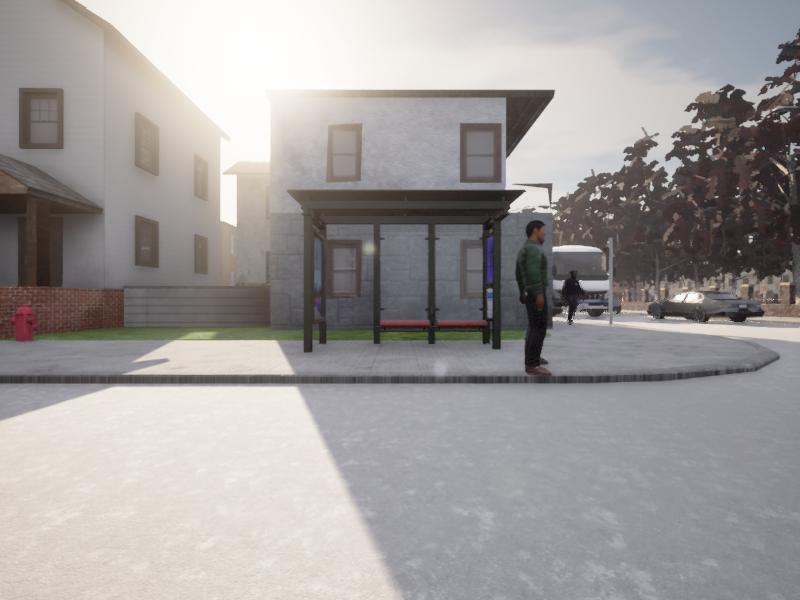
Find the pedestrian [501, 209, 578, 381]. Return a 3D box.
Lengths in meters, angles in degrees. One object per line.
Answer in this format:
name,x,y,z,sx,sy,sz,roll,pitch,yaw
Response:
pedestrian,1.622,-0.053,4.766,0.751,1.860,0.751,0,0,9

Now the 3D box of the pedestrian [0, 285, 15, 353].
pedestrian,-6.736,0.301,6.495,0.500,1.100,0.500,0,0,4

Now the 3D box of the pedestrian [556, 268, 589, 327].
pedestrian,5.643,-0.073,13.110,0.751,1.860,0.751,0,0,0

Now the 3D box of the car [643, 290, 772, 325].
car,13.931,0.301,18.685,2.033,1.411,5.357,0,0,1

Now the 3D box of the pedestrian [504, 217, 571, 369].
pedestrian,1.805,-0.083,5.350,0.751,1.860,0.751,0,0,11

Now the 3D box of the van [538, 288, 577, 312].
van,14.123,0.005,36.175,1.775,1.987,4.442,0,0,-1

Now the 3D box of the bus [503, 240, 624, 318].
bus,10.182,-1.130,26.762,3.944,4.253,10.273,0,0,0
